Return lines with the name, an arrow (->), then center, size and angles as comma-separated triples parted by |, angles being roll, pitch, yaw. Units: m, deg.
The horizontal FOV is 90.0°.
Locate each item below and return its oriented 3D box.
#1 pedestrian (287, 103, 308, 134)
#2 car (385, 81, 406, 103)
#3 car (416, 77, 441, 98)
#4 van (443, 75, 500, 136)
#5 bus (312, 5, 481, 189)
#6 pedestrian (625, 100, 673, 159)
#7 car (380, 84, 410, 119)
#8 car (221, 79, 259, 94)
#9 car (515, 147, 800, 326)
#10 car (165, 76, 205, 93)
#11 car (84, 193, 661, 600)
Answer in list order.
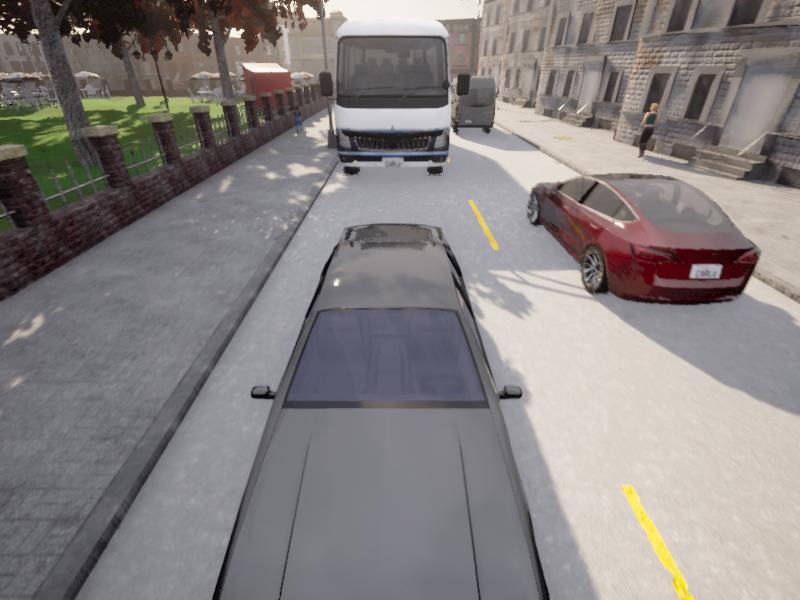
pedestrian -> -5.058, -9.002, 19.821 | 0.751, 1.300, 0.751 | 0, 30, 0
car -> -0.407, -20.377, 39.170 | 1.930, 1.638, 5.238 | 0, 31, -1
car -> 3.145, -23.924, 45.004 | 1.932, 1.855, 4.605 | -4, 31, -7
van -> 3.698, -10.831, 21.979 | 1.988, 2.561, 5.915 | 0, 30, 0
bus -> -0.113, -7.618, 14.794 | 3.944, 4.253, 10.273 | 0, 30, 0
pedestrian -> 8.810, -6.044, 14.224 | 0.751, 1.860, 0.751 | 1, 30, 2
car -> -0.363, -13.686, 27.492 | 1.905, 1.878, 3.866 | 0, 31, 0
car -> -20.997, -28.151, 52.668 | 3.988, 1.617, 1.851 | 0, 30, 0
car -> 3.842, -1.501, 7.090 | 2.163, 1.488, 4.792 | 0, 30, 0
car -> -28.106, -28.323, 52.473 | 3.866, 1.878, 1.905 | 0, 30, 0
car -> -0.100, 0.373, 3.974 | 2.033, 1.411, 5.357 | 0, 30, 0
